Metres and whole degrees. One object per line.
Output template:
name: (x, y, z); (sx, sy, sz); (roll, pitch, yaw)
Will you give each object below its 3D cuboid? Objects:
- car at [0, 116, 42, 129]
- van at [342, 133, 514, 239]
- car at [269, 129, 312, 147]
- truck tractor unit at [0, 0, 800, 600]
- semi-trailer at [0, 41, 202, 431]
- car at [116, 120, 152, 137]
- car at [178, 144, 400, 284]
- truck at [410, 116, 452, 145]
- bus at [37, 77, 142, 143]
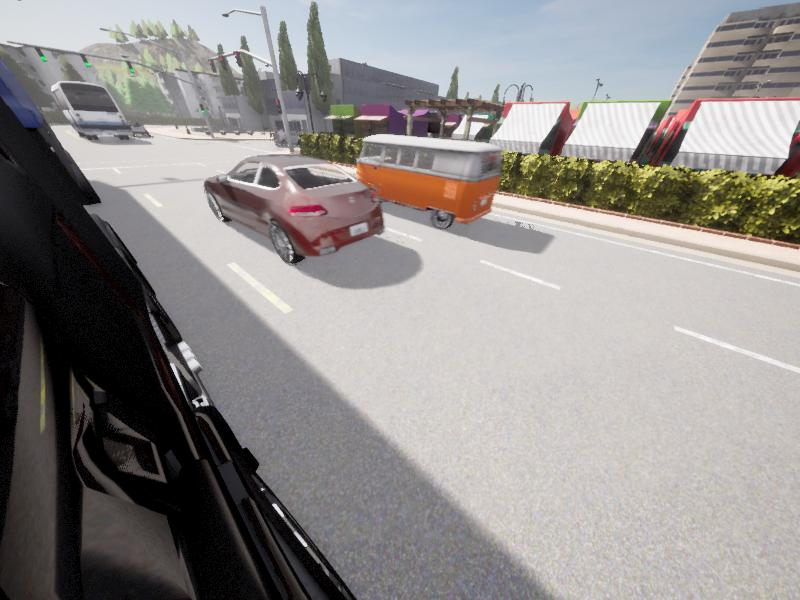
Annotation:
car: (-54.310, -25.442, 33.066); (1.994, 1.385, 4.181); (-22, 43, -29)
van: (0.521, -3.619, 6.863); (4.442, 1.987, 1.775); (28, 44, 30)
car: (-12.195, -18.189, 25.918); (1.845, 1.501, 3.633); (29, 44, 31)
truck tractor unit: (-2.645, -0.295, 0.351); (6.516, 4.208, 3.053); (28, 44, 30)
semi-trailer: (-8.710, -3.598, 4.215); (14.254, 4.402, 2.717); (28, 44, 30)
car: (-33.230, -21.472, 28.902); (3.988, 1.617, 1.851); (27, 43, 29)
car: (-2.648, -2.422, 5.363); (5.027, 1.651, 2.152); (28, 44, 30)
truck: (5.641, -30.389, 41.450); (2.891, 3.827, 8.468); (27, 43, 29)
bus: (-31.233, -18.783, 23.221); (10.273, 4.253, 3.944); (27, 43, 29)
